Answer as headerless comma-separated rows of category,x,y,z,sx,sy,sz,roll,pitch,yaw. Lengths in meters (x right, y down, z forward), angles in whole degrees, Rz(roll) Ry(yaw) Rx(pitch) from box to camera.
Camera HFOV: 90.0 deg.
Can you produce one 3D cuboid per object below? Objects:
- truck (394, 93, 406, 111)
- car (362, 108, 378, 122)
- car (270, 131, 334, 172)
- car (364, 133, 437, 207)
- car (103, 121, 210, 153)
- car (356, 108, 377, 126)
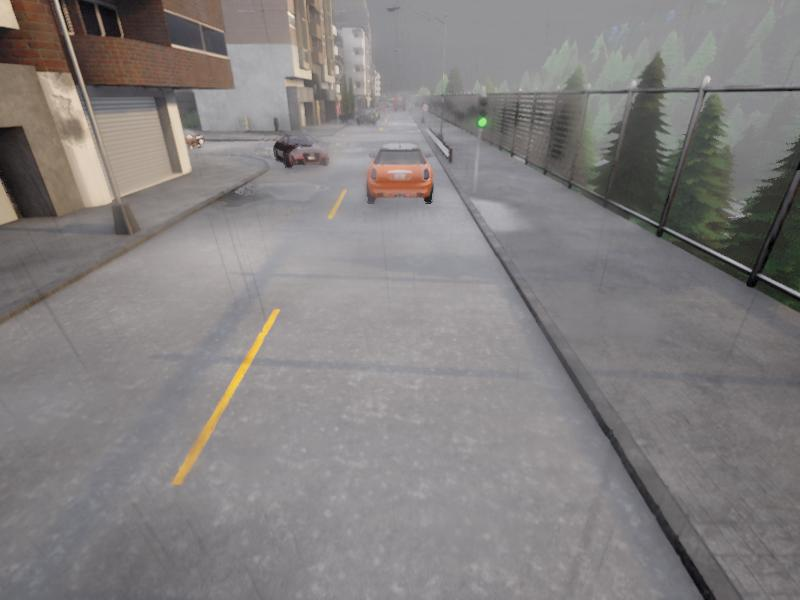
truck,-0.005,-49.109,98.968,2.891,3.827,8.468,0,27,0
car,-3.997,-25.220,54.516,1.801,1.575,5.366,0,27,0
car,-4.944,-7.485,19.905,1.994,1.385,4.181,-13,30,-24
car,0.004,-4.665,13.894,2.097,1.767,4.553,0,27,0
car,-14.947,-10.139,24.840,5.027,1.651,2.152,-1,27,-2
car,-3.995,-22.087,48.125,2.097,1.767,4.553,0,27,0
